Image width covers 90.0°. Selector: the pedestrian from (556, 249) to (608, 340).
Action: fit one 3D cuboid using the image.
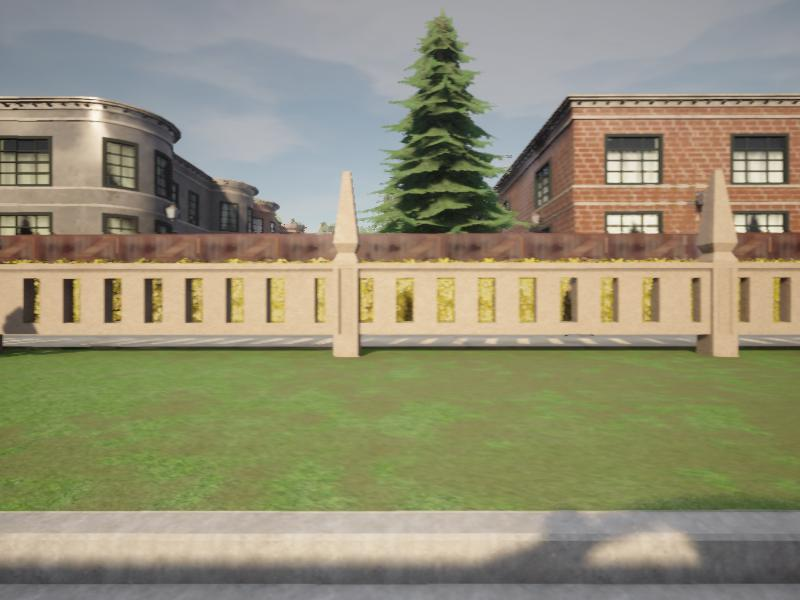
[{"bbox_3d":[3.884,-0.120,8.591,0.751,1.860,0.751,0,0,-1],"label":"pedestrian"}]
